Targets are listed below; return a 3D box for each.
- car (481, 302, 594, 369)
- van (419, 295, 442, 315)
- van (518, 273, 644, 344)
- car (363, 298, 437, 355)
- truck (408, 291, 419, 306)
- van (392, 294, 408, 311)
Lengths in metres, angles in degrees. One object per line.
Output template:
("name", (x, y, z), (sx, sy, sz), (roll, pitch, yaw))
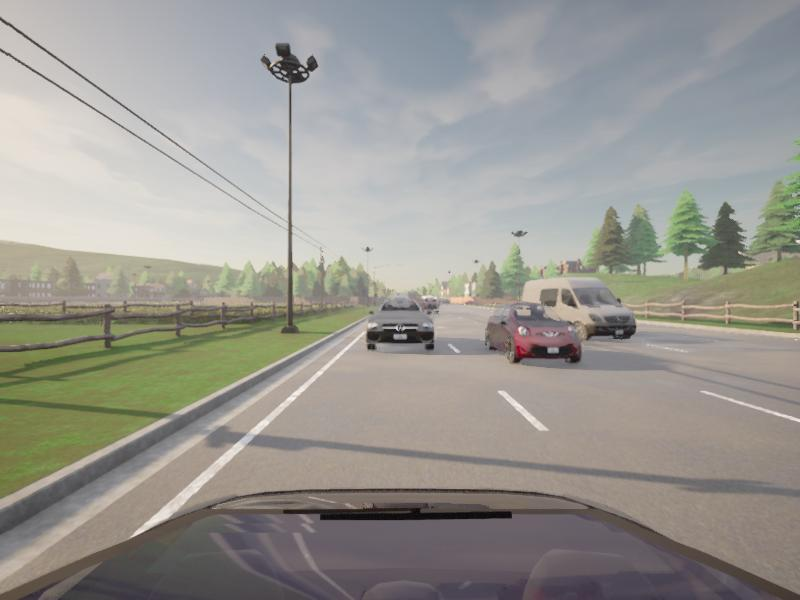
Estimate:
("car", (3.504, 0.822, 10.963), (1.845, 1.501, 3.633), (0, 0, 0))
("van", (3.362, 0.555, 44.828), (2.069, 2.038, 4.480), (0, 0, -1))
("van", (7.444, 0.317, 17.422), (1.988, 2.561, 5.915), (0, 0, -10))
("car", (0.007, 0.774, 14.143), (2.152, 1.651, 5.027), (0, 0, 0))
("truck", (3.535, -0.367, 107.067), (2.891, 3.827, 8.468), (0, 0, 0))
("van", (0.021, 0.353, 61.638), (2.351, 2.431, 6.366), (0, 0, 0))
